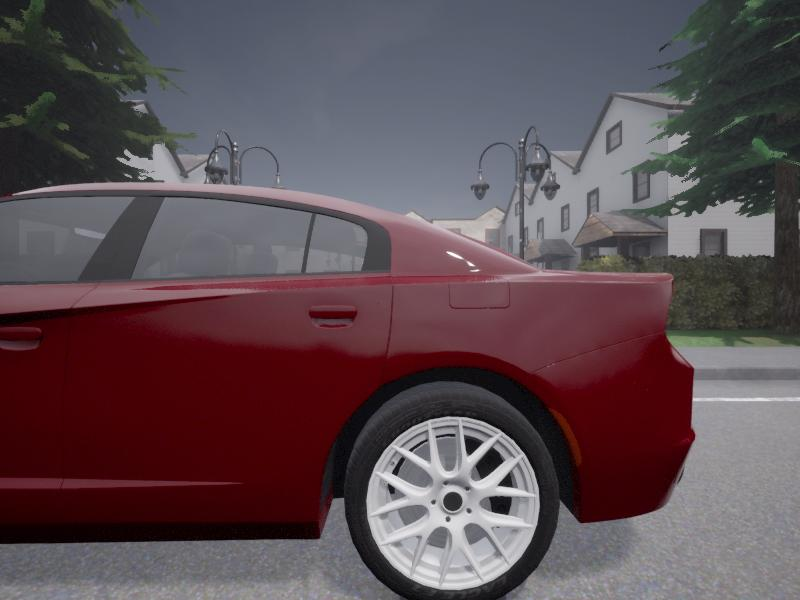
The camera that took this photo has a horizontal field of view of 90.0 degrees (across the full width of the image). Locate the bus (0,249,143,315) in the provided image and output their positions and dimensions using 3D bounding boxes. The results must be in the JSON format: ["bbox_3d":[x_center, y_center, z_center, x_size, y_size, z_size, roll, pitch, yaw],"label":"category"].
[{"bbox_3d":[-25.154,-1.149,30.949,3.944,4.253,10.273,0,0,0],"label":"bus"}]

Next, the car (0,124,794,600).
[{"bbox_3d":[-1.271,0.223,2.175,5.008,1.535,1.882,0,0,-1],"label":"car"}]

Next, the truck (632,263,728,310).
[{"bbox_3d":[25.495,-1.112,37.157,2.891,3.827,8.468,0,0,-1],"label":"truck"}]
